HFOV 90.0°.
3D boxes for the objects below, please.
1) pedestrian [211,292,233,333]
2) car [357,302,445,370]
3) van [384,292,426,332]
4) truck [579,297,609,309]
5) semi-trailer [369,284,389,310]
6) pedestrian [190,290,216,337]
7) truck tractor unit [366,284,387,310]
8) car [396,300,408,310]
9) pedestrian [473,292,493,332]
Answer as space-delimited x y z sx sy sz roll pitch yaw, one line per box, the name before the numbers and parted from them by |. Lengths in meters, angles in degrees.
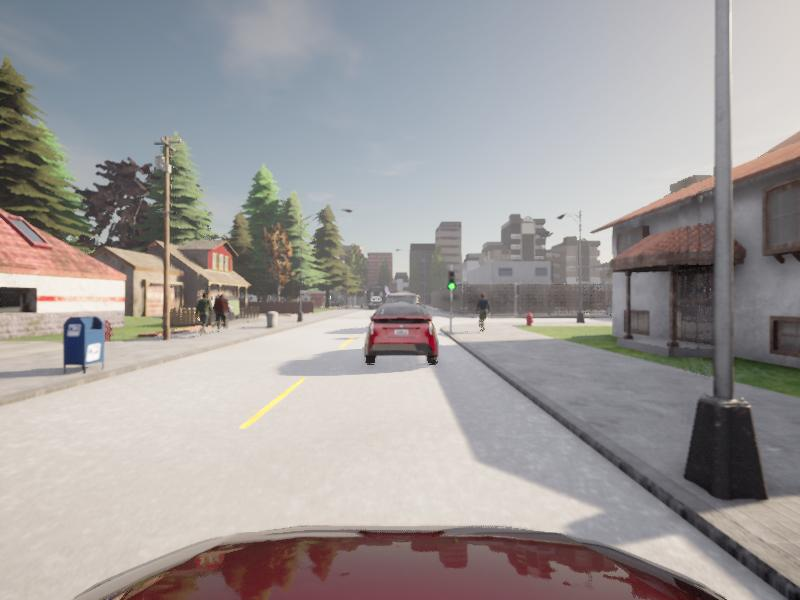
pedestrian | -8.254 0.546 18.577 0.751 1.860 0.751 0 0 -6
car | 0.037 0.837 11.380 2.007 1.525 4.514 0 0 0
van | 0.379 0.615 22.393 1.775 1.987 4.442 0 0 8
truck | 35.245 0.557 72.659 4.478 2.038 2.069 0 0 0
semi-trailer | -3.645 -0.567 74.267 2.717 4.402 14.254 0 0 1
pedestrian | -8.010 0.545 16.296 0.751 1.860 0.751 0 0 -8
truck tractor unit | -3.770 -0.474 66.352 3.053 4.208 6.516 0 0 1
car | 0.288 0.818 66.414 1.930 1.638 5.238 0 0 0
pedestrian | 3.846 0.547 18.612 0.751 1.860 0.751 0 0 -2
